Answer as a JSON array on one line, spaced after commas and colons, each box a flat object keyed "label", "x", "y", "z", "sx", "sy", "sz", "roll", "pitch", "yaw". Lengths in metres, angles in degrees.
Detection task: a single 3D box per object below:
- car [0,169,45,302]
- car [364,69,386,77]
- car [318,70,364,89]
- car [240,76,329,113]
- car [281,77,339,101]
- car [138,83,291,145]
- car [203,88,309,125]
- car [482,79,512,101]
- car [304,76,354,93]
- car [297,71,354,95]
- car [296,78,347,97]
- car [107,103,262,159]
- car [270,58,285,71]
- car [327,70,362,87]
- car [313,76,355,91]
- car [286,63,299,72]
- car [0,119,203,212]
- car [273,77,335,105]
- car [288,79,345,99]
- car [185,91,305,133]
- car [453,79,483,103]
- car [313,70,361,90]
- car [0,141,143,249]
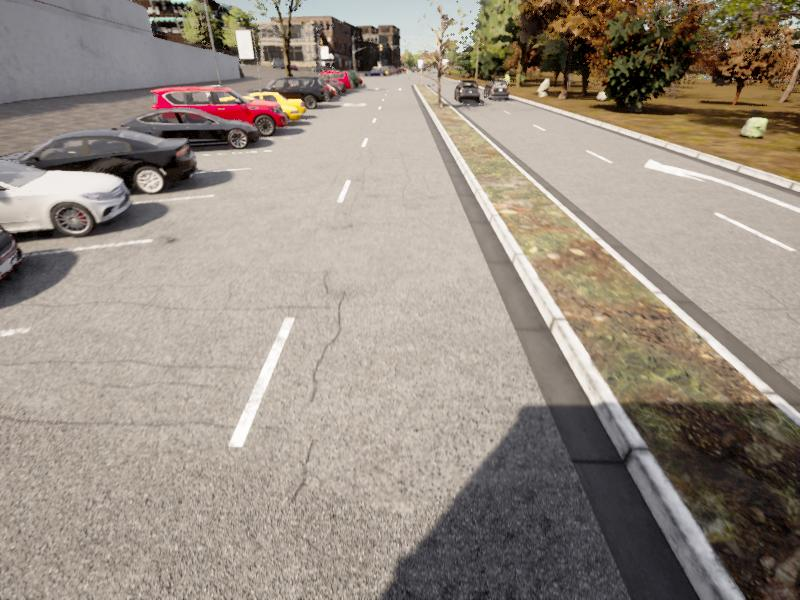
[{"label": "car", "x": -8.100, "y": -0.595, "z": 5.128, "sx": 4.553, "sy": 1.767, "sz": 2.185, "roll": -11, "pitch": 32, "yaw": -17}, {"label": "car", "x": -5.765, "y": -52.091, "z": 91.878, "sx": 4.792, "sy": 1.488, "sz": 2.163, "roll": -8, "pitch": 32, "yaw": -12}, {"label": "car", "x": -8.002, "y": -29.857, "z": 54.115, "sx": 5.566, "sy": 2.045, "sz": 2.435, "roll": -11, "pitch": 32, "yaw": -16}, {"label": "car", "x": -8.095, "y": -14.566, "z": 28.234, "sx": 5.566, "sy": 2.045, "sz": 2.435, "roll": -11, "pitch": 33, "yaw": -17}, {"label": "car", "x": -8.101, "y": -19.055, "z": 36.050, "sx": 4.553, "sy": 1.767, "sz": 2.185, "roll": -11, "pitch": 32, "yaw": -17}, {"label": "car", "x": -8.047, "y": -8.430, "z": 17.956, "sx": 5.566, "sy": 2.045, "sz": 2.435, "roll": -11, "pitch": 32, "yaw": -17}, {"label": "car", "x": -8.241, "y": -11.253, "z": 23.164, "sx": 5.366, "sy": 1.575, "sz": 1.946, "roll": -11, "pitch": 33, "yaw": -17}, {"label": "car", "x": 8.735, "y": -19.093, "z": 36.330, "sx": 1.789, "sy": 1.549, "sz": 3.705, "roll": 0, "pitch": 31, "yaw": 0}, {"label": "car", "x": -8.237, "y": -25.020, "z": 46.403, "sx": 5.366, "sy": 1.575, "sz": 1.946, "roll": -11, "pitch": 32, "yaw": -17}, {"label": "car", "x": -8.095, "y": -23.738, "z": 43.734, "sx": 5.566, "sy": 2.045, "sz": 2.435, "roll": -11, "pitch": 32, "yaw": -17}, {"label": "car", "x": -8.093, "y": -21.971, "z": 41.290, "sx": 4.792, "sy": 1.488, "sz": 2.163, "roll": -11, "pitch": 32, "yaw": -17}, {"label": "car", "x": -8.042, "y": -6.646, "z": 15.524, "sx": 4.792, "sy": 1.488, "sz": 2.163, "roll": -11, "pitch": 32, "yaw": -17}, {"label": "car", "x": -25.472, "y": -49.003, "z": 83.146, "sx": 2.435, "sy": 2.045, "sz": 5.566, "roll": -5, "pitch": 30, "yaw": -19}, {"label": "car", "x": -7.889, "y": -31.377, "z": 56.744, "sx": 4.442, "sy": 1.987, "sz": 1.878, "roll": -11, "pitch": 32, "yaw": -16}, {"label": "car", "x": -8.050, "y": -26.543, "z": 49.066, "sx": 4.674, "sy": 1.452, "sz": 2.002, "roll": -11, "pitch": 32, "yaw": -17}, {"label": "car", "x": -22.478, "y": -48.489, "z": 83.383, "sx": 2.002, "sy": 1.452, "sz": 4.674, "roll": -5, "pitch": 30, "yaw": -20}, {"label": "car", "x": -8.061, "y": -3.574, "z": 10.350, "sx": 5.008, "sy": 1.535, "sz": 2.097, "roll": -11, "pitch": 33, "yaw": -17}, {"label": "car", "x": -8.039, "y": -17.535, "z": 33.480, "sx": 4.553, "sy": 1.767, "sz": 2.185, "roll": -11, "pitch": 32, "yaw": -17}, {"label": "car", "x": -8.075, "y": -20.478, "z": 38.706, "sx": 4.892, "sy": 1.521, "sz": 2.231, "roll": -11, "pitch": 32, "yaw": -17}, {"label": "car", "x": -7.894, "y": -9.787, "z": 20.701, "sx": 5.366, "sy": 1.575, "sz": 1.946, "roll": -11, "pitch": 32, "yaw": -17}, {"label": "car", "x": 5.738, "y": -17.970, "z": 34.376, "sx": 1.851, "sy": 1.617, "sz": 3.988, "roll": 0, "pitch": 31, "yaw": 0}, {"label": "car", "x": -8.072, "y": -28.315, "z": 51.500, "sx": 5.566, "sy": 2.045, "sz": 2.435, "roll": -11, "pitch": 32, "yaw": -17}, {"label": "car", "x": -8.071, "y": -1.997, "z": 7.797, "sx": 4.674, "sy": 1.452, "sz": 2.002, "roll": -11, "pitch": 32, "yaw": -17}]
